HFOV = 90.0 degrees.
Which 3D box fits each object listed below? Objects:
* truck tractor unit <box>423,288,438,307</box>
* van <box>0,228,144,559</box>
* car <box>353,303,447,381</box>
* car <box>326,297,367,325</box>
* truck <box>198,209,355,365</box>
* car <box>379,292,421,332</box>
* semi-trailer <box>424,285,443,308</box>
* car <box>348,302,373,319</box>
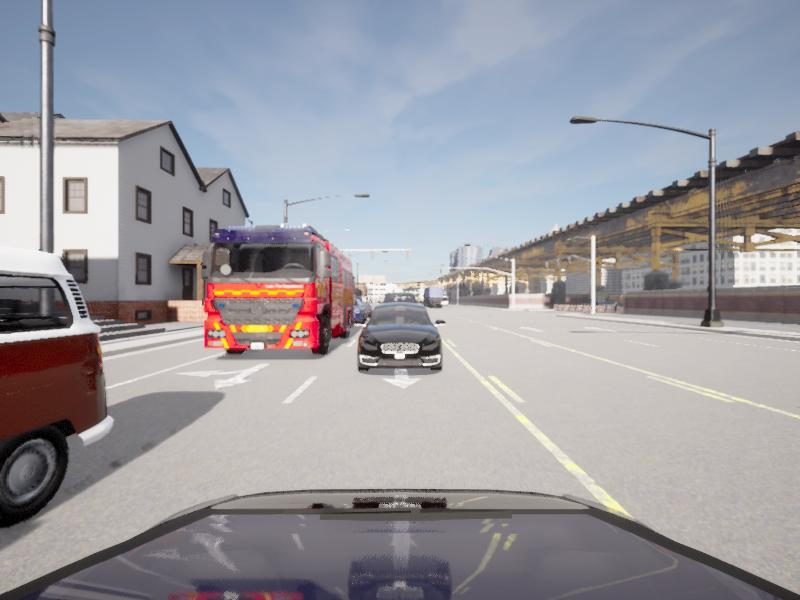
[{"bbox_3d":[7.009,-0.534,93.124,3.053,4.208,6.516,0,0,0],"label":"truck tractor unit"},{"bbox_3d":[-3.500,0.573,1.610,2.069,2.038,4.480,0,0,0],"label":"van"},{"bbox_3d":[0.001,0.840,10.323,1.837,1.490,4.892,0,0,0],"label":"car"},{"bbox_3d":[-3.494,0.684,26.976,2.097,1.767,4.553,0,0,0],"label":"car"},{"bbox_3d":[-3.501,-0.325,14.044,2.891,3.827,8.468,0,0,0],"label":"truck"},{"bbox_3d":[0.007,0.554,23.053,2.150,2.045,5.566,0,1,0],"label":"car"},{"bbox_3d":[7.016,-0.649,85.203,2.717,4.402,14.254,0,0,0],"label":"semi-trailer"},{"bbox_3d":[-3.517,0.884,36.801,2.033,1.411,5.357,0,0,-3],"label":"car"}]
